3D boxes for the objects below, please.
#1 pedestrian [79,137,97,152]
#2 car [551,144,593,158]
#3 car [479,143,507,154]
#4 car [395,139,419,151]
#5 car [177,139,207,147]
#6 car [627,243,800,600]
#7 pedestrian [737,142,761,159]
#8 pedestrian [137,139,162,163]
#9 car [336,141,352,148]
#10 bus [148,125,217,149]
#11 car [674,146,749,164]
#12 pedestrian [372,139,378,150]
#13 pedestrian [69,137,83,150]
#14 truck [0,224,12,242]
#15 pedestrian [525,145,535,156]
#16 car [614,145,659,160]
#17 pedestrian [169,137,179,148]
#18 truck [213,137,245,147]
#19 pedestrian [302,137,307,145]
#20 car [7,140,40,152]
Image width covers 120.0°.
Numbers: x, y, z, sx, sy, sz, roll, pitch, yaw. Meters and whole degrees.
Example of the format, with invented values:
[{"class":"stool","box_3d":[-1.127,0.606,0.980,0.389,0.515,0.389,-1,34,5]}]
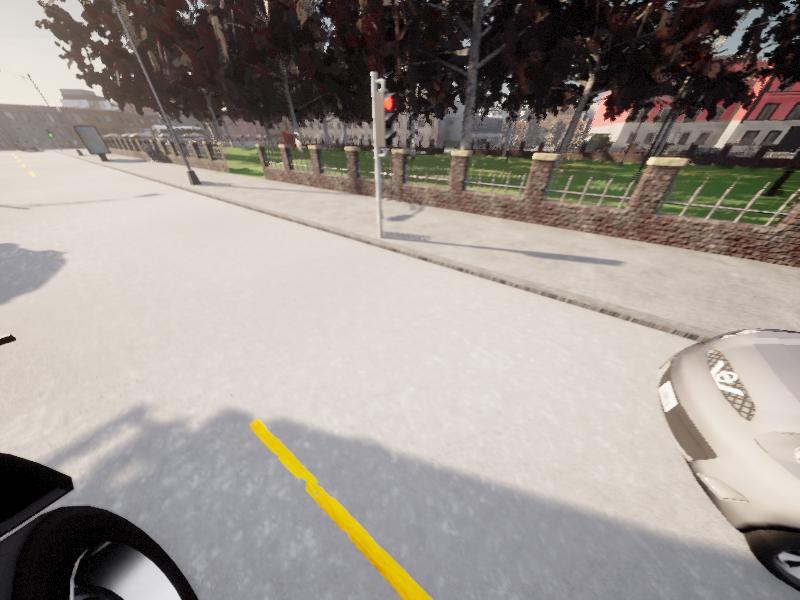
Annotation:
[{"class":"pedestrian","box_3d":[-47.519,-23.691,35.190,0.751,1.860,0.751,24,41,29]},{"class":"car","box_3d":[25.158,-21.911,33.875,4.514,1.525,2.007,22,41,28]},{"class":"car","box_3d":[15.815,-25.706,39.209,3.806,1.475,1.970,22,41,28]},{"class":"car","box_3d":[1.455,-31.728,47.260,4.605,1.855,1.932,22,41,28]},{"class":"car","box_3d":[-52.252,-39.581,58.184,1.882,1.535,5.008,22,41,28]},{"class":"car","box_3d":[3.826,1.147,0.992,3.633,1.501,1.845,21,40,27]},{"class":"pedestrian","box_3d":[46.259,-19.858,30.652,0.751,1.860,0.751,18,39,23]},{"class":"pedestrian","box_3d":[-23.160,-13.778,21.383,0.751,1.860,0.751,22,41,28]},{"class":"car","box_3d":[-14.721,-40.833,60.653,3.633,1.501,1.845,22,41,28]},{"class":"bus","box_3d":[-50.388,-38.152,54.196,3.944,4.253,10.273,22,41,28]},{"class":"car","box_3d":[36.557,-17.238,27.388,4.892,1.490,1.837,22,40,27]},{"class":"pedestrian","box_3d":[-4.894,-31.066,46.057,0.751,1.860,0.751,23,41,29]},{"class":"pedestrian","box_3d":[-59.818,-28.913,42.671,0.751,1.860,0.751,26,43,32]},{"class":"truck","box_3d":[-12.070,-1.326,3.541,5.204,2.467,2.627,-21,39,-27]},{"class":"pedestrian","box_3d":[18.469,-21.269,32.876,0.751,1.300,0.751,22,41,28]},{"class":"car","box_3d":[31.046,-19.516,30.512,3.705,1.549,1.789,22,41,28]},{"class":"pedestrian","box_3d":[-48.586,-33.908,49.675,0.751,1.860,0.751,22,41,28]},{"class":"truck","box_3d":[-47.253,-43.822,63.959,2.390,2.098,6.274,22,41,28]},{"class":"pedestrian","box_3d":[-29.557,-48.979,71.215,0.751,1.860,0.751,18,39,24]},{"class":"car","box_3d":[-61.072,-25.040,37.499,3.633,1.501,1.845,18,39,23]}]
